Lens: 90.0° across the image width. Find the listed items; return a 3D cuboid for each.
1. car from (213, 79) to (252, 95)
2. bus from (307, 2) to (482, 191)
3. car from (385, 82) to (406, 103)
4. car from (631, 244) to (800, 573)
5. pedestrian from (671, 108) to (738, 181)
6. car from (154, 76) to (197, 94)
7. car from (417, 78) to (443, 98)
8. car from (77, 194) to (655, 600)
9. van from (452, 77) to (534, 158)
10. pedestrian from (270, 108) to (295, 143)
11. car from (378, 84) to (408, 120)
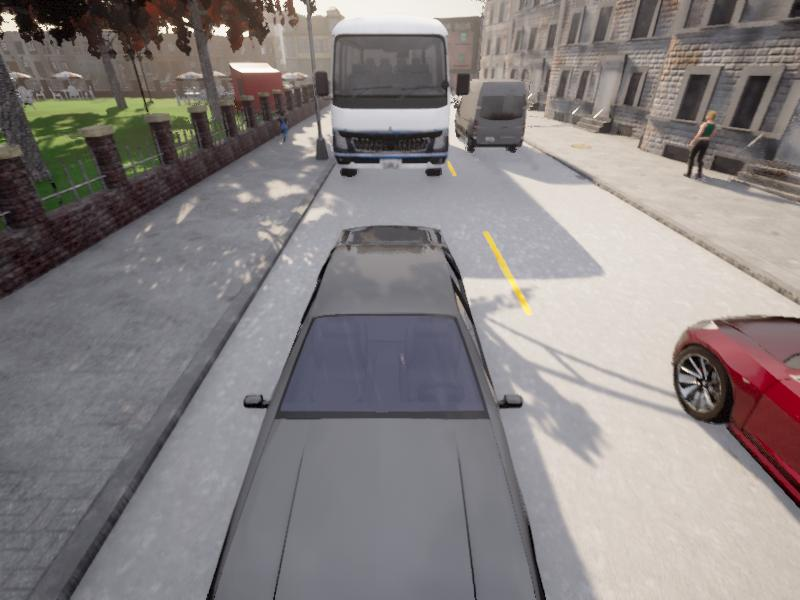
[{"bbox_3d":[-21.119,-26.959,50.616,3.988,1.617,1.851,0,30,0],"label":"car"},{"bbox_3d":[-0.172,-7.465,14.530,3.944,4.253,10.273,0,30,0],"label":"bus"},{"bbox_3d":[-0.515,-20.238,38.921,1.930,1.638,5.238,-1,30,-2],"label":"car"},{"bbox_3d":[3.852,1.287,2.328,2.163,1.488,4.792,0,30,0],"label":"car"},{"bbox_3d":[8.727,-4.488,11.563,0.751,1.860,0.751,2,30,3],"label":"pedestrian"},{"bbox_3d":[-28.228,-27.124,50.410,3.866,1.878,1.905,0,30,0],"label":"car"},{"bbox_3d":[3.134,-22.554,42.619,1.932,1.855,4.605,-3,28,-5],"label":"car"},{"bbox_3d":[-0.121,0.420,3.892,2.033,1.411,5.357,0,30,0],"label":"car"},{"bbox_3d":[3.676,-8.032,17.193,1.988,2.561,5.915,0,30,-1],"label":"van"},{"bbox_3d":[-5.109,-7.635,17.479,0.751,1.300,0.751,-1,30,-2],"label":"pedestrian"},{"bbox_3d":[-0.453,-13.504,27.176,1.905,1.878,3.866,0,30,-1],"label":"car"}]
